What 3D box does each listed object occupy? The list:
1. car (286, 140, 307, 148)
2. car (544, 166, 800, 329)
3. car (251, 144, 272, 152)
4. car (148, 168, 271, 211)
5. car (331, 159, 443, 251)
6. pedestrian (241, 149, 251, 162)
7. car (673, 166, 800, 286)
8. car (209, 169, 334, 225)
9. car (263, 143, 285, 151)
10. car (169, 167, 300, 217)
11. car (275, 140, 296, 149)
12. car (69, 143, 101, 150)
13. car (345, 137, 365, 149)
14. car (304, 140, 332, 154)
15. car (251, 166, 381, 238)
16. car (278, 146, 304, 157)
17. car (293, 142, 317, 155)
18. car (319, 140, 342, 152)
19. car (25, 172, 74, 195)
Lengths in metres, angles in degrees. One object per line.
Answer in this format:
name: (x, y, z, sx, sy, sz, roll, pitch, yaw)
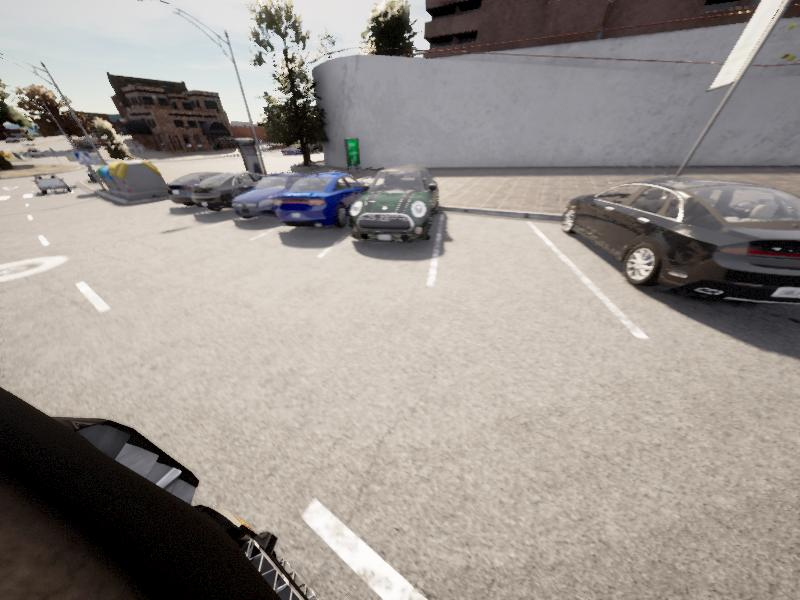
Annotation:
car: (-27.768, -41.781, 62.012, 4.792, 1.488, 2.163, 18, 43, 26)
car: (5.120, -1.621, 4.619, 2.231, 1.521, 4.892, 4, 33, 10)
car: (-34.594, -38.046, 57.820, 4.674, 1.452, 2.002, 18, 43, 26)
car: (-9.945, -6.243, 12.743, 2.163, 1.488, 4.792, 6, 33, 13)
car: (0.047, -3.239, 7.192, 2.185, 1.767, 4.553, 5, 34, 11)
pedestrian: (-27.341, -25.696, 41.038, 0.751, 1.860, 0.751, -23, 42, -30)
car: (7.685, -0.893, 3.342, 2.231, 1.521, 4.892, 4, 33, 9)
car: (-4.977, -4.626, 9.950, 2.002, 1.452, 4.674, 6, 34, 12)
car: (-32.284, -39.287, 59.199, 4.792, 1.488, 2.163, 18, 43, 26)
car: (-7.479, -5.445, 11.299, 2.231, 1.521, 4.892, 5, 33, 12)
car: (-30.010, -40.646, 60.495, 4.553, 1.767, 2.185, 18, 43, 26)
car: (-86.717, -42.382, 63.674, 4.892, 1.521, 2.231, -28, 46, -35)
car: (-10.636, -37.104, 54.547, 4.442, 1.987, 1.878, 21, 44, 26)
car: (-17.925, -33.520, 50.523, 5.566, 2.045, 2.435, 21, 45, 26)
car: (-2.480, -3.880, 8.567, 2.097, 1.535, 5.008, 5, 33, 11)
car: (-22.662, -30.895, 47.968, 5.008, 1.535, 2.097, 21, 44, 26)
car: (-20.183, -32.245, 49.127, 4.442, 1.987, 1.878, 21, 44, 26)
car: (-15.612, -34.742, 51.931, 4.442, 1.987, 1.878, 21, 45, 26)
car: (-31.758, -10.655, 21.000, 3.633, 1.501, 1.845, 21, 40, 31)
